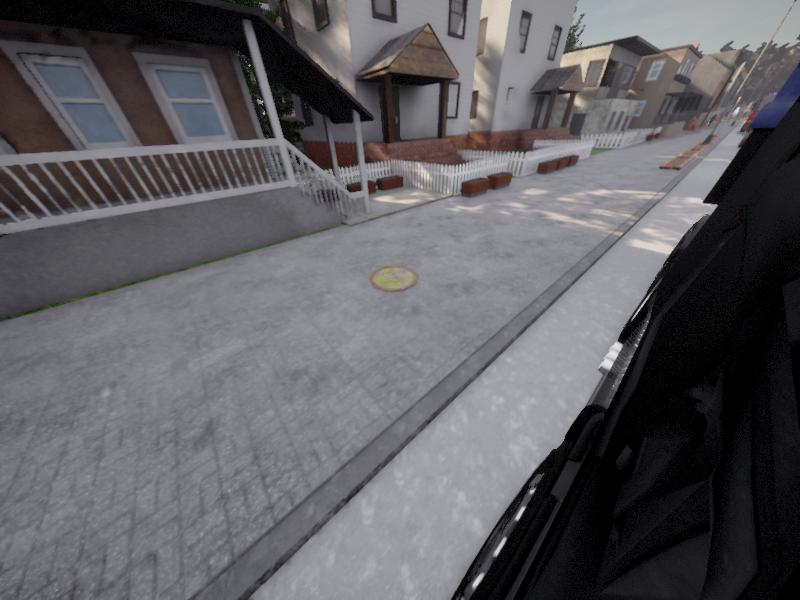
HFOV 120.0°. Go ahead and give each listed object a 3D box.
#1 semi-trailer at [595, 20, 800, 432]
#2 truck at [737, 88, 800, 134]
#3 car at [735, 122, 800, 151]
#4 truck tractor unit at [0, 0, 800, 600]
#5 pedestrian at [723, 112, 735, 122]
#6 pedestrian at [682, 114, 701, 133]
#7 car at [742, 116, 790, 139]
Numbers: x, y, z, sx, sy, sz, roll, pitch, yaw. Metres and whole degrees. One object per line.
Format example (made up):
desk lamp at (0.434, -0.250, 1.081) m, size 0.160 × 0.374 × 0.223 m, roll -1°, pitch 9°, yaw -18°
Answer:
semi-trailer at (8.865, -3.490, 4.049) m, size 14.254 × 4.402 × 2.717 m, roll -26°, pitch 43°, yaw -28°
truck at (43.986, -22.322, 27.393) m, size 8.468 × 3.827 × 2.891 m, roll -28°, pitch 44°, yaw -30°
car at (25.690, -11.494, 16.183) m, size 4.181 × 1.385 × 1.994 m, roll -28°, pitch 44°, yaw -30°
truck tractor unit at (2.645, -0.295, 0.351) m, size 6.516 × 4.208 × 3.053 m, roll -28°, pitch 44°, yaw -30°
pedestrian at (76.988, -42.793, 53.996) m, size 0.751 × 1.860 × 0.751 m, roll -22°, pitch 41°, yaw -24°
pedestrian at (37.680, -22.797, 29.861) m, size 0.751 × 1.860 × 0.751 m, roll -28°, pitch 44°, yaw -30°
car at (34.847, -16.481, 22.084) m, size 3.705 × 1.549 × 1.789 m, roll -29°, pitch 44°, yaw -30°
